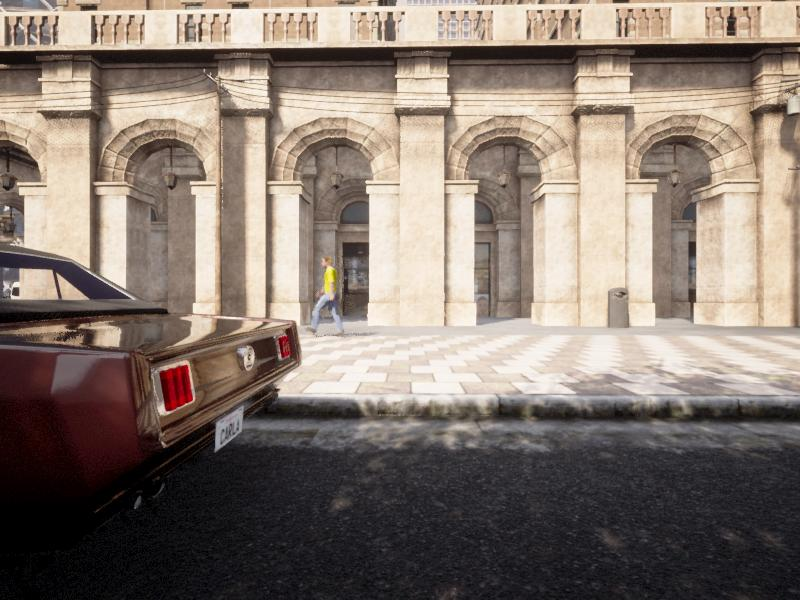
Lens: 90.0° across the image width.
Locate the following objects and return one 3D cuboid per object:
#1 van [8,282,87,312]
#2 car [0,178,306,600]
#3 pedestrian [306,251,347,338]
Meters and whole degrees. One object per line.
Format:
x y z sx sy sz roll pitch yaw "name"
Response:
-32.401 -0.278 37.096 1.988 2.561 5.915 0 0 1 "van"
-3.058 0.338 2.008 4.718 1.301 1.895 0 0 1 "car"
-1.624 -0.115 8.889 0.751 1.860 0.751 0 0 2 "pedestrian"
